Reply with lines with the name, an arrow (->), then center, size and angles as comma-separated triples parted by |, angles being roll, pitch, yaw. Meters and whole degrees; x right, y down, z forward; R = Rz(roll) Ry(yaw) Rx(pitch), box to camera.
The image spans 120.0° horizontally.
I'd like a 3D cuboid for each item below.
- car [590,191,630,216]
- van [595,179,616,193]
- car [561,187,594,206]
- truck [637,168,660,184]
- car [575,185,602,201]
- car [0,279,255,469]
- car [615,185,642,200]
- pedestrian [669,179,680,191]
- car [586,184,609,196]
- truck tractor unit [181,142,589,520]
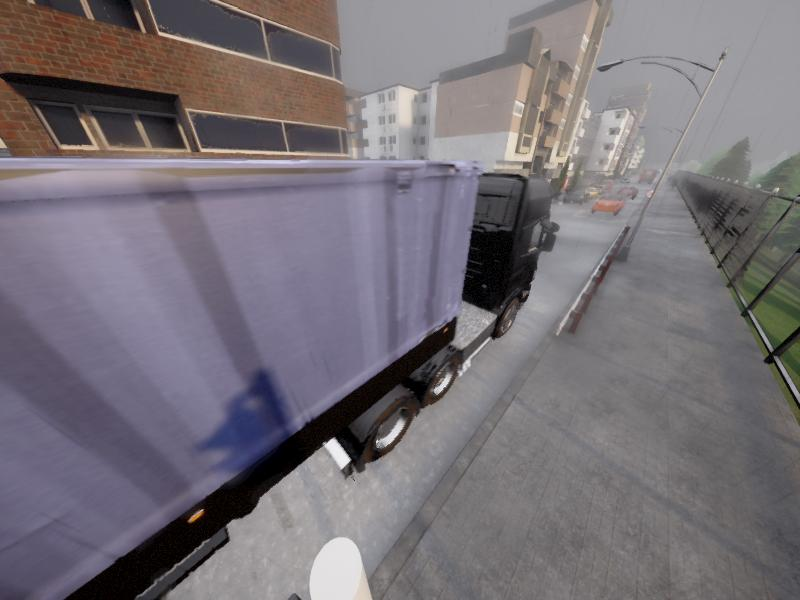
car -> 21.466, -9.899, 23.562 | 4.553, 1.767, 2.097 | -26, 39, -38
van -> 38.051, -21.099, 42.772 | 4.442, 1.987, 1.775 | -27, 39, -38
car -> 22.786, -13.386, 29.605 | 4.553, 1.767, 2.097 | -27, 39, -38
truck -> 71.413, -35.744, 66.293 | 8.468, 3.827, 2.891 | -27, 39, -38
car -> 27.818, -15.809, 34.016 | 5.366, 1.575, 1.801 | -27, 39, -38
car -> -6.299, 1.337, 4.504 | 5.357, 1.411, 2.033 | -26, 39, -37
car -> 34.654, -16.416, 35.026 | 2.152, 1.651, 5.027 | 27, 39, 38
pedestrian -> 52.774, -22.127, 44.423 | 0.751, 1.860, 0.751 | 25, 38, 36
car -> 32.706, -18.205, 38.270 | 1.970, 1.475, 3.806 | 27, 39, 38
truck tractor unit -> 0.678, -0.567, 4.968 | 6.516, 4.208, 3.053 | -27, 40, -38
